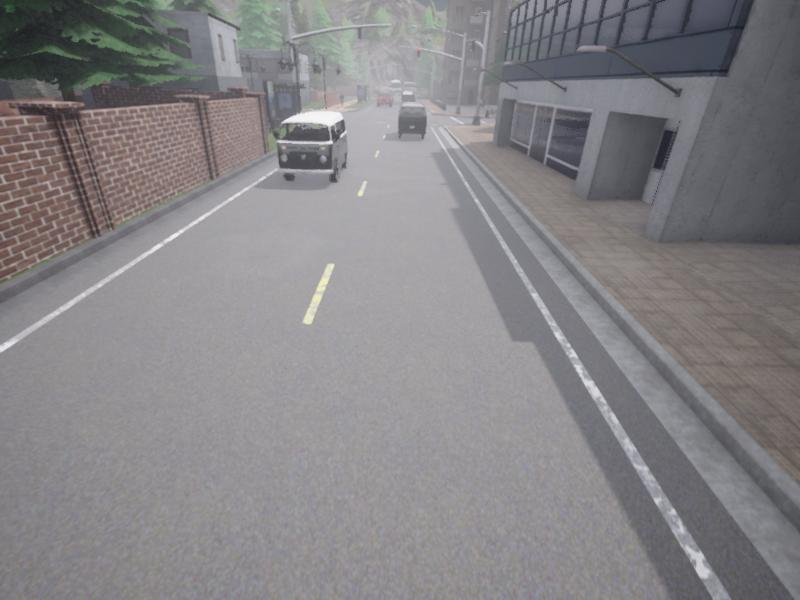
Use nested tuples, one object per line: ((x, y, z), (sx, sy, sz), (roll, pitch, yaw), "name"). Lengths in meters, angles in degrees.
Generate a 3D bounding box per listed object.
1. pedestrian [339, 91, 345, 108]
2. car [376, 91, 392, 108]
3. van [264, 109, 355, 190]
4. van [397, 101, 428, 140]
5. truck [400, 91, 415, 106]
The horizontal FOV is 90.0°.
((-7.414, -25.656, 51.172), (0.751, 1.860, 0.751), (0, 28, -5), "pedestrian")
((-2.291, -29.713, 59.276), (2.150, 2.045, 5.566), (2, 28, 0), "car")
((-2.896, -5.408, 13.981), (2.069, 2.038, 4.480), (2, 28, 0), "van")
((0.764, -11.800, 26.191), (1.775, 1.987, 4.442), (2, 28, 0), "van")
((1.342, -35.071, 69.455), (2.390, 2.098, 6.274), (2, 28, 0), "truck")
